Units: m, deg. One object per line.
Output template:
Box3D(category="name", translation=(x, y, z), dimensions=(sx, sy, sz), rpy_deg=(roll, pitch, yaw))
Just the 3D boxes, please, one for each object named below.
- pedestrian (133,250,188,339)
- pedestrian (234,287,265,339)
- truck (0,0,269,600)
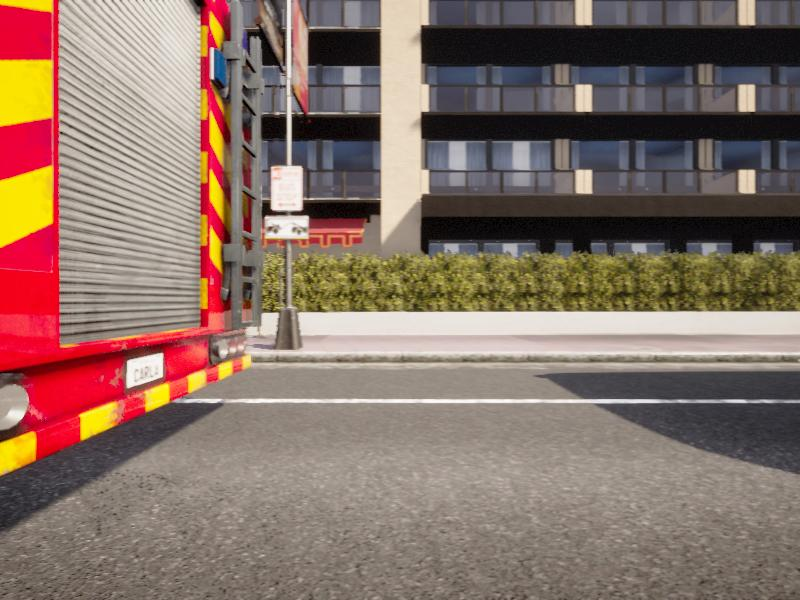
Box3D(category="pedestrian", translation=(-5.185, -0.108, 8.717), dimensions=(0.751, 1.860, 0.751), rpy_deg=(0, 0, -1))
Box3D(category="pedestrian", translation=(-3.285, 0.270, 8.752), dimensions=(0.500, 1.100, 0.500), rpy_deg=(0, 0, 0))
Box3D(category="truck", translation=(-5.436, -0.913, 2.225), dimensions=(8.468, 3.827, 2.891), rpy_deg=(0, 0, 0))
